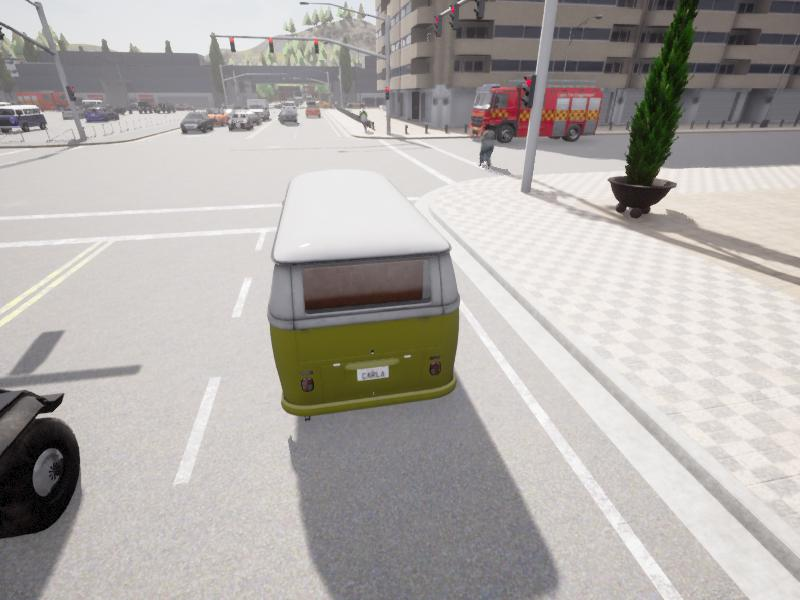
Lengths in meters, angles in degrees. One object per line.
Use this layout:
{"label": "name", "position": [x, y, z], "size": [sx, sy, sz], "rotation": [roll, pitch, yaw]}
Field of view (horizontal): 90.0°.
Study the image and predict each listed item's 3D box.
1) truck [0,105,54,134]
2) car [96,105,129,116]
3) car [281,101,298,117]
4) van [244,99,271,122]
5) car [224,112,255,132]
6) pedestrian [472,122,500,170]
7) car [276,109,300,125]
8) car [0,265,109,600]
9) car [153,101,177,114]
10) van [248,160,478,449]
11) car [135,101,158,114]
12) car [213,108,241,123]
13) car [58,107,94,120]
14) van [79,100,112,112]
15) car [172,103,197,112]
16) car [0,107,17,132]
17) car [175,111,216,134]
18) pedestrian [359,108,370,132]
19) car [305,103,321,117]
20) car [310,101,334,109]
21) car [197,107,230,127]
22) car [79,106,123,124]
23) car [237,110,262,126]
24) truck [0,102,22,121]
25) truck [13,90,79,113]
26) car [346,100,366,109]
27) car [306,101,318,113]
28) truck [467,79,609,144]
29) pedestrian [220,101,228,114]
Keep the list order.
{"label": "truck", "position": [-32.343, -15.447, 34.102], "size": [2.069, 2.038, 4.478], "rotation": [-5, 28, -10]}
{"label": "car", "position": [-44.211, -29.223, 61.637], "size": [2.033, 1.415, 5.357], "rotation": [-5, 28, -10]}
{"label": "car", "position": [-17.260, -30.010, 62.776], "size": [2.150, 2.045, 5.566], "rotation": [-5, 28, -10]}
{"label": "van", "position": [-18.384, -24.618, 51.868], "size": [2.351, 2.431, 6.366], "rotation": [-5, 28, -10]}
{"label": "car", "position": [-15.224, -17.051, 38.181], "size": [1.970, 1.475, 3.806], "rotation": [-5, 28, -10]}
{"label": "pedestrian", "position": [3.756, -6.741, 17.506], "size": [0.751, 1.860, 0.751], "rotation": [-9, 29, -17]}
{"label": "car", "position": [-13.011, -21.243, 46.424], "size": [2.033, 1.411, 5.357], "rotation": [-9, 29, -17]}
{"label": "car", "position": [-3.361, 1.528, 1.573], "size": [1.905, 1.878, 3.866], "rotation": [-5, 28, -10]}
{"label": "car", "position": [-39.951, -32.799, 68.070], "size": [1.932, 1.855, 4.605], "rotation": [-5, 28, -10]}
{"label": "van", "position": [-0.681, -0.530, 5.469], "size": [1.775, 1.987, 4.442], "rotation": [-5, 28, -10]}
{"label": "car", "position": [-42.800, -32.561, 67.619], "size": [1.905, 1.878, 3.866], "rotation": [-5, 28, -10]}
{"label": "car", "position": [-21.408, -22.965, 49.690], "size": [2.163, 1.488, 4.792], "rotation": [-5, 28, -10]}
{"label": "car", "position": [-42.056, -24.274, 52.023], "size": [1.970, 1.475, 3.806], "rotation": [-5, 28, -10]}
{"label": "van", "position": [-61.567, -39.262, 80.844], "size": [4.480, 2.038, 2.069], "rotation": [-5, 28, -9]}
{"label": "car", "position": [-43.408, -38.803, 80.627], "size": [3.806, 1.475, 1.970], "rotation": [-5, 28, -10]}
{"label": "car", "position": [-35.169, -15.072, 33.585], "size": [1.932, 1.855, 4.605], "rotation": [-5, 28, -10]}
{"label": "car", "position": [-18.345, -16.096, 36.167], "size": [2.033, 1.649, 4.856], "rotation": [-5, 28, -10]}
{"label": "pedestrian", "position": [-3.006, -15.188, 33.735], "size": [0.751, 1.860, 0.751], "rotation": [-5, 28, -10]}
{"label": "car", "position": [-13.192, -28.757, 60.605], "size": [2.097, 1.767, 4.553], "rotation": [-5, 28, -10]}
{"label": "car", "position": [-18.581, -46.520, 95.441], "size": [5.008, 1.535, 1.882], "rotation": [8, 28, 15]}
{"label": "car", "position": [-19.895, -19.678, 42.952], "size": [2.097, 1.767, 4.553], "rotation": [-5, 28, -10]}
{"label": "car", "position": [-35.286, -21.956, 47.346], "size": [2.242, 1.667, 4.611], "rotation": [-5, 28, -10]}
{"label": "car", "position": [-16.647, -20.224, 44.474], "size": [1.994, 1.385, 4.181], "rotation": [-5, 28, -10]}
{"label": "truck", "position": [-50.564, -23.781, 50.341], "size": [2.069, 2.038, 4.478], "rotation": [-5, 28, -10]}
{"label": "truck", "position": [-67.363, -37.976, 76.386], "size": [8.468, 3.827, 2.891], "rotation": [-5, 28, -9]}
{"label": "car", "position": [-10.529, -46.992, 95.974], "size": [4.605, 1.855, 1.932], "rotation": [-5, 28, -10]}
{"label": "car", "position": [-16.087, -35.348, 73.341], "size": [1.905, 1.878, 3.866], "rotation": [-5, 28, -10]}
{"label": "truck", "position": [9.339, -13.072, 27.715], "size": [8.468, 3.827, 2.891], "rotation": [-5, 28, -10]}
{"label": "pedestrian", "position": [-29.652, -32.424, 67.306], "size": [0.751, 1.860, 0.751], "rotation": [-6, 28, -11]}
